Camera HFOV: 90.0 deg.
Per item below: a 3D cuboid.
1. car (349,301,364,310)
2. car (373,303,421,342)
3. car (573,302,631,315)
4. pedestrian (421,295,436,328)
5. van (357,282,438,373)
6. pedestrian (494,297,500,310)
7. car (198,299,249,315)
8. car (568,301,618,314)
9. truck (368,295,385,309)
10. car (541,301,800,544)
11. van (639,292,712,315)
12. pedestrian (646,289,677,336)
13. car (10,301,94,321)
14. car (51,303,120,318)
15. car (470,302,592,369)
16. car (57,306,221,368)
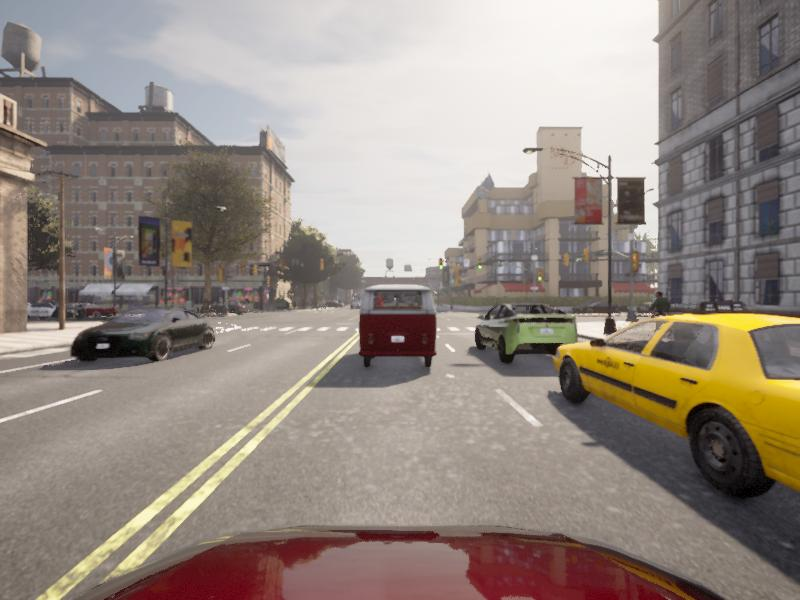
[{"bbox_3d":[-7.612,0.883,70.162,2.128,1.511,4.902,0,0,-1],"label":"car"},{"bbox_3d":[-0.212,0.858,17.151,1.816,1.474,4.193,0,0,-2],"label":"car"},{"bbox_3d":[22.051,0.903,43.849,5.357,1.411,2.033,0,0,0],"label":"car"},{"bbox_3d":[1.630,0.642,22.672,0.751,1.860,0.751,0,0,-3],"label":"pedestrian"},{"bbox_3d":[-0.066,0.601,10.977,1.775,1.987,4.442,0,0,-1],"label":"van"},{"bbox_3d":[13.319,0.495,54.755,0.751,1.860,0.751,0,0,6],"label":"pedestrian"},{"bbox_3d":[-19.236,0.764,43.708,4.611,1.667,2.242,0,0,2],"label":"car"},{"bbox_3d":[22.772,0.860,47.354,4.792,1.488,2.163,0,0,0],"label":"car"},{"bbox_3d":[-4.114,0.368,70.375,2.627,2.467,5.204,0,0,-1],"label":"truck"},{"bbox_3d":[3.492,0.802,4.641,1.801,1.575,5.366,0,0,0],"label":"car"},{"bbox_3d":[30.103,0.387,43.883,6.366,2.431,2.351,0,0,0],"label":"van"},{"bbox_3d":[10.647,0.488,16.306,0.751,1.860,0.751,0,0,-20],"label":"pedestrian"},{"bbox_3d":[-27.850,0.832,32.167,4.974,1.542,2.038,0,0,0],"label":"car"},{"bbox_3d":[-27.947,0.950,35.667,4.718,1.301,1.895,0,0,0],"label":"car"},{"bbox_3d":[3.429,0.831,11.517,2.007,1.525,4.514,0,0,0],"label":"car"},{"bbox_3d":[-7.067,0.910,11.488,1.994,1.385,4.181,0,0,-1],"label":"car"}]
